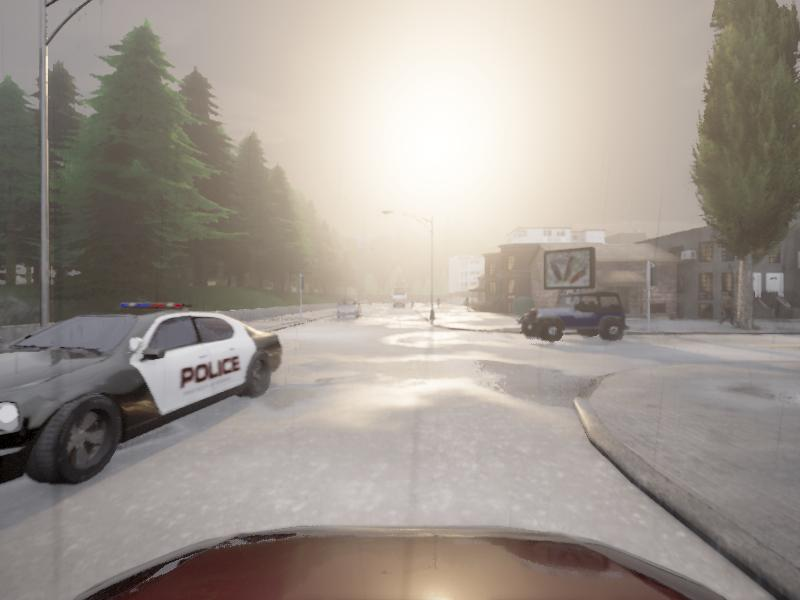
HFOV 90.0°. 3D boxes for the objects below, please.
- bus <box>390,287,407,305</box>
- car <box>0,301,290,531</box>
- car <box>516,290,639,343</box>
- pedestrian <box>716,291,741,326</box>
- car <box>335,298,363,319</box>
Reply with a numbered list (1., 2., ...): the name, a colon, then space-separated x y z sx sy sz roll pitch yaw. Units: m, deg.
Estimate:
1. bus: -0.291 -0.898 96.449 3.944 4.253 10.273 0 0 0
2. car: -3.419 0.809 5.083 2.038 1.542 4.974 0 0 9
3. car: 6.691 0.587 15.380 3.866 1.878 1.905 0 0 -4
4. pedestrian: 17.577 0.444 21.387 0.751 1.860 0.751 0 0 9
5. car: -4.108 0.665 32.858 1.851 1.617 3.988 0 0 -1
